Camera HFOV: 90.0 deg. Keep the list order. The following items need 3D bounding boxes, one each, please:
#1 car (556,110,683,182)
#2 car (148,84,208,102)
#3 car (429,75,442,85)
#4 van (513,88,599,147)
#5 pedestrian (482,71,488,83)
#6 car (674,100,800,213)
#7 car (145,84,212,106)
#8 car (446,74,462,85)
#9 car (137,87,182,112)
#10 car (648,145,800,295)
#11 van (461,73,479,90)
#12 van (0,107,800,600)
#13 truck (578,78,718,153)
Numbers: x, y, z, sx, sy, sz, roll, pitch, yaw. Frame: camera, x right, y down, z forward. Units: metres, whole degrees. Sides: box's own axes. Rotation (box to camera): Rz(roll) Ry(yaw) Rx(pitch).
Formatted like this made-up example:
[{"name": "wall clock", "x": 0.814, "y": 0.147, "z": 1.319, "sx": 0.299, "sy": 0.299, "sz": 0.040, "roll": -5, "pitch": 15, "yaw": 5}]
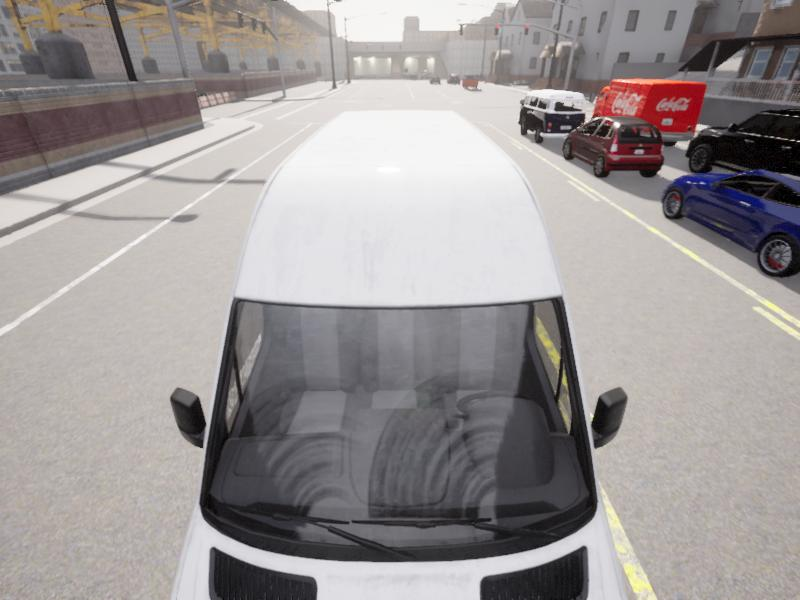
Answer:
[{"name": "car", "x": 6.944, "y": -5.227, "z": 13.261, "sx": 1.851, "sy": 1.617, "sz": 3.988, "roll": 0, "pitch": 30, "yaw": 0}, {"name": "car", "x": -20.418, "y": -19.182, "z": 37.040, "sx": 1.853, "sy": 1.218, "sz": 4.536, "roll": 15, "pitch": 34, "yaw": 24}, {"name": "car", "x": 6.679, "y": -41.913, "z": 76.027, "sx": 2.007, "sy": 1.525, "sz": 4.514, "roll": 0, "pitch": 30, "yaw": 0}, {"name": "van", "x": 6.920, "y": -8.519, "z": 18.450, "sx": 2.069, "sy": 2.038, "sz": 4.480, "roll": 0, "pitch": 30, "yaw": 0}, {"name": "pedestrian", "x": 15.712, "y": -41.183, "z": 73.945, "sx": 0.751, "sy": 1.860, "sz": 0.751, "roll": -1, "pitch": 30, "yaw": -1}, {"name": "car", "x": 10.430, "y": -4.033, "z": 10.754, "sx": 2.150, "sy": 2.045, "sz": 5.566, "roll": 0, "pitch": 30, "yaw": 0}, {"name": "car", "x": -20.392, "y": -19.069, "z": 37.159, "sx": 2.038, "sy": 1.542, "sz": 4.974, "roll": 15, "pitch": 34, "yaw": 24}, {"name": "car", "x": 10.178, "y": -41.882, "z": 75.851, "sx": 2.242, "sy": 1.667, "sz": 4.611, "roll": 0, "pitch": 30, "yaw": 0}, {"name": "car", "x": -19.583, "y": -16.361, "z": 32.529, "sx": 2.038, "sy": 1.542, "sz": 4.974, "roll": -21, "pitch": 36, "yaw": -31}, {"name": "car", "x": 6.958, "y": -1.688, "z": 7.382, "sx": 1.812, "sy": 1.442, "sz": 4.674, "roll": 0, "pitch": 30, "yaw": 0}, {"name": "van", "x": 10.256, "y": -32.038, "z": 58.614, "sx": 1.775, "sy": 1.987, "sz": 4.442, "roll": 0, "pitch": 30, "yaw": 0}, {"name": "van", "x": -0.009, "y": -0.002, "z": 3.485, "sx": 1.988, "sy": 2.561, "sz": 5.915, "roll": 0, "pitch": 30, "yaw": 0}, {"name": "truck", "x": 10.300, "y": -8.190, "z": 17.433, "sx": 2.627, "sy": 2.467, "sz": 5.204, "roll": 0, "pitch": 30, "yaw": 1}]
